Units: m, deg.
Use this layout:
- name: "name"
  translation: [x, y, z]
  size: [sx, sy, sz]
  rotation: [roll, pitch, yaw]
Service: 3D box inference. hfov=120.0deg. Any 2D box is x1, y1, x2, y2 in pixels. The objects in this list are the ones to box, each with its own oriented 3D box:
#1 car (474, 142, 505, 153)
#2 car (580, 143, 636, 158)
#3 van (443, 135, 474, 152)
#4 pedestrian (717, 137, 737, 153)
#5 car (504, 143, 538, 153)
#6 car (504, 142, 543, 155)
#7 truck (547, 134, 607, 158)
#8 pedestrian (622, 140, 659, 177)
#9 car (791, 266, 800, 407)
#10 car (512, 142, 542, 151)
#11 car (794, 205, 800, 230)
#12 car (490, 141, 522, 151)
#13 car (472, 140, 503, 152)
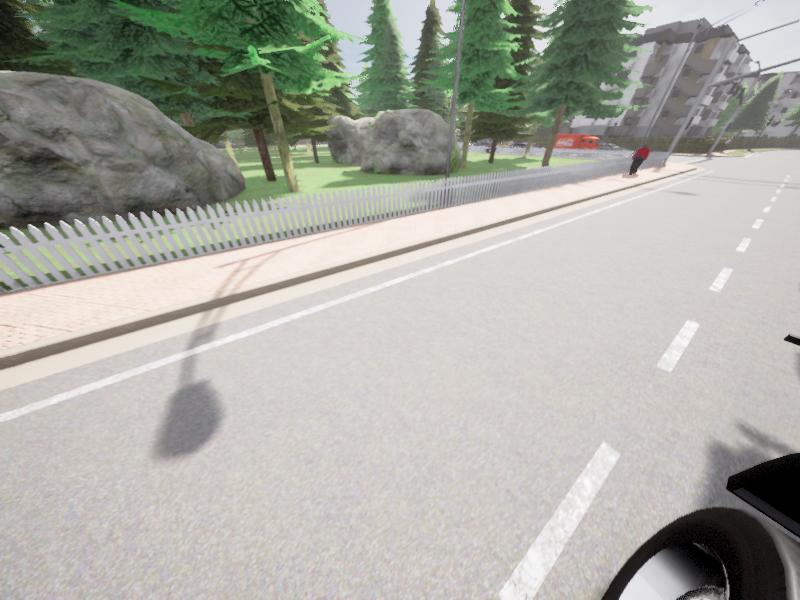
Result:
- name: "car"
  translation: [15.421, -26.562, 40.159]
  size: [1.837, 1.490, 4.892]
  rotation: [-21, 40, -26]
- name: "car"
  translation: [27.254, -19.772, 30.446]
  size: [2.128, 1.511, 4.902]
  rotation: [-20, 40, -26]
- name: "van"
  translation: [11.260, -30.682, 45.119]
  size: [1.988, 2.561, 5.915]
  rotation: [-21, 40, -26]
- name: "pedestrian"
  translation: [47.552, -22.521, 33.603]
  size: [0.751, 1.860, 0.751]
  rotation: [-19, 39, -24]
- name: "car"
  translation: [20.439, -25.740, 39.134]
  size: [1.895, 1.301, 4.718]
  rotation: [-21, 40, -26]
- name: "car"
  translation: [18.984, -23.396, 35.650]
  size: [1.837, 1.490, 4.892]
  rotation: [-21, 40, -26]
- name: "truck"
  translation: [22.978, -20.246, 30.313]
  size: [2.627, 2.467, 5.204]
  rotation: [-21, 40, -26]
- name: "pedestrian"
  translation: [14.789, -8.720, 14.256]
  size: [0.751, 1.860, 0.751]
  rotation: [-22, 40, -27]
- name: "car"
  translation: [6.747, -0.046, 2.569]
  size: [5.366, 1.575, 1.801]
  rotation: [-22, 40, -28]
- name: "car"
  translation: [24.424, -29.692, 44.582]
  size: [1.812, 1.442, 4.674]
  rotation: [-21, 40, -26]
- name: "car"
  translation: [14.229, -2.981, 6.759]
  size: [4.792, 1.488, 2.163]
  rotation: [-22, 40, -27]
- name: "car"
  translation: [20.295, -29.697, 44.497]
  size: [1.801, 1.575, 5.366]
  rotation: [-21, 40, -26]
- name: "car"
  translation: [16.521, -29.353, 43.998]
  size: [2.152, 1.651, 5.027]
  rotation: [-21, 40, -26]
